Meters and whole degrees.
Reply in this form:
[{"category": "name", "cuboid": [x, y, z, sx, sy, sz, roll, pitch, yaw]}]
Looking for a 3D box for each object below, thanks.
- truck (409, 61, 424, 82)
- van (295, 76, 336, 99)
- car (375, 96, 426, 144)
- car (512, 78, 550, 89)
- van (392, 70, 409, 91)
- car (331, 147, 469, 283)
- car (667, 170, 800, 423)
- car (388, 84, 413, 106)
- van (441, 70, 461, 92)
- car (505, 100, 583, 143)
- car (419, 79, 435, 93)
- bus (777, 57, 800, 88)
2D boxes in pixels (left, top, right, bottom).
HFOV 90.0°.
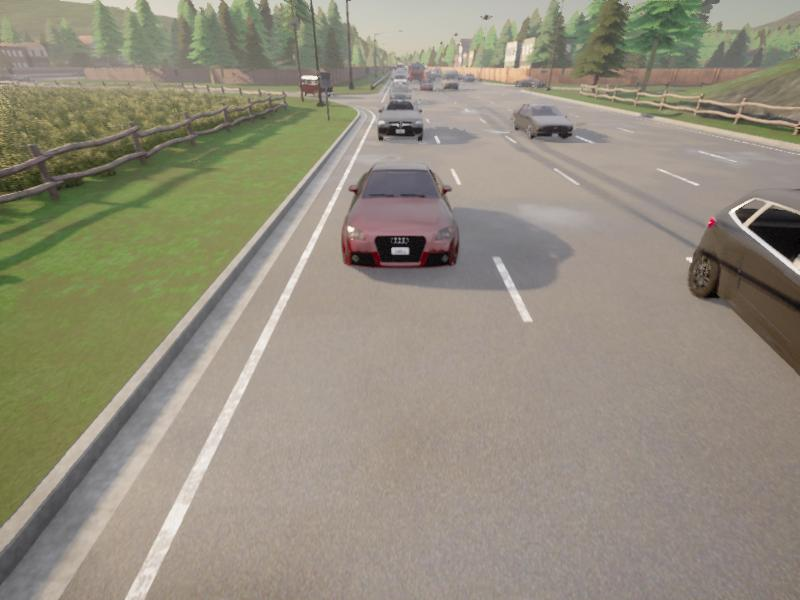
[{"category": "truck", "cuboid": [3.566, -50.103, 87.761, 2.891, 3.827, 8.468, 0, 30, 0]}, {"category": "van", "cuboid": [-9.218, -23.215, 43.610, 2.069, 2.038, 4.480, -27, 39, -37]}, {"category": "car", "cuboid": [0.021, -8.976, 19.714, 2.152, 1.651, 5.027, 0, 30, 0]}, {"category": "car", "cuboid": [20.190, -33.524, 61.870, 2.033, 1.411, 5.357, -18, 35, -28]}, {"category": "van", "cuboid": [0.047, -31.719, 57.755, 2.351, 2.431, 6.366, 0, 30, 0]}, {"category": "car", "cuboid": [0.004, -1.932, 7.935, 1.994, 1.385, 4.181, 0, 30, 0]}, {"category": "car", "cuboid": [5.248, 0.016, 4.309, 2.242, 1.667, 4.611, 6, 31, 10]}, {"category": "car", "cuboid": [0.032, -19.009, 36.986, 2.163, 1.488, 4.792, 0, 30, 0]}, {"category": "van", "cuboid": [7.044, -30.940, 56.320, 1.988, 2.561, 5.915, 0, 30, 0]}, {"category": "car", "cuboid": [7.020, -9.122, 20.191, 2.033, 1.411, 5.357, 0, 30, 0]}, {"category": "car", "cuboid": [3.544, -28.489, 53.131, 1.845, 1.501, 3.633, 0, 30, 0]}, {"category": "bus", "cuboid": [64.473, -35.278, 62.053, 3.944, 4.253, 10.273, 8, 31, 13]}]
